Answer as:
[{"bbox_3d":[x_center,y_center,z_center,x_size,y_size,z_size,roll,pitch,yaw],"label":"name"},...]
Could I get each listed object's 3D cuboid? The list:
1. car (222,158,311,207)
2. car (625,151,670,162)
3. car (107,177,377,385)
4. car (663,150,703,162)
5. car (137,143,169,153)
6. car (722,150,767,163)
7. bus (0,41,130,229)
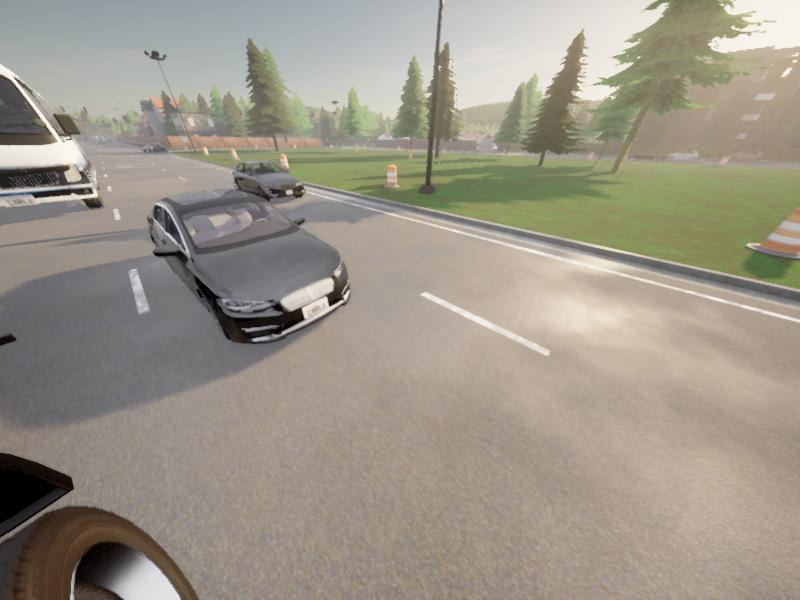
[{"bbox_3d":[-6.200,-5.568,10.681,4.193,1.474,1.816,27,43,33],"label":"car"},{"bbox_3d":[39.752,-23.182,37.222,4.718,1.301,1.895,28,43,34],"label":"car"},{"bbox_3d":[-2.949,-1.032,4.135,4.902,1.511,2.128,26,42,32],"label":"car"},{"bbox_3d":[45.140,-23.097,36.993,3.633,1.501,1.845,28,43,34],"label":"car"},{"bbox_3d":[-43.711,-26.962,40.980,1.970,1.475,3.806,-6,35,-10],"label":"car"},{"bbox_3d":[55.246,-23.102,37.165,3.633,1.501,1.845,28,43,34],"label":"car"},{"bbox_3d":[-15.024,-6.179,8.958,10.273,4.253,3.944,28,43,34],"label":"bus"}]
